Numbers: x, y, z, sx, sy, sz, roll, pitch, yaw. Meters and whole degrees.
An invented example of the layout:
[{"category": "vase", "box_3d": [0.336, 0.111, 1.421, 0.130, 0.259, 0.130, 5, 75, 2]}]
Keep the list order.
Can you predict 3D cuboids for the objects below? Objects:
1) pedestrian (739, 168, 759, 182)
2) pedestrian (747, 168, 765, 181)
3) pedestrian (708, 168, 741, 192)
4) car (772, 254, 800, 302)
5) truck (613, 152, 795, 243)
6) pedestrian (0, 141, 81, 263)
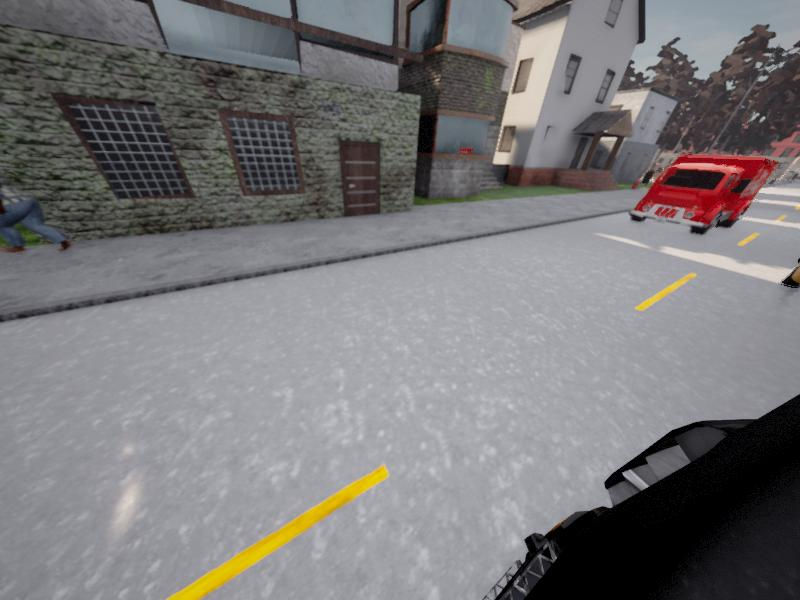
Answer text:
[{"category": "pedestrian", "box_3d": [53.656, -19.226, 35.522, 0.751, 1.860, 0.751, -15, 38, -25]}, {"category": "pedestrian", "box_3d": [58.557, -20.602, 38.002, 0.751, 1.860, 0.751, -16, 38, -26]}, {"category": "pedestrian", "box_3d": [29.158, -10.809, 20.778, 0.751, 1.860, 0.751, -10, 35, -18]}, {"category": "car", "box_3d": [10.386, -0.902, 4.803, 5.008, 1.535, 1.882, -16, 38, -26]}, {"category": "truck", "box_3d": [11.788, -4.225, 9.098, 5.204, 2.467, 2.627, -16, 38, -26]}, {"category": "pedestrian", "box_3d": [-7.066, -1.718, 4.098, 0.751, 1.860, 0.751, -16, 38, -26]}]
